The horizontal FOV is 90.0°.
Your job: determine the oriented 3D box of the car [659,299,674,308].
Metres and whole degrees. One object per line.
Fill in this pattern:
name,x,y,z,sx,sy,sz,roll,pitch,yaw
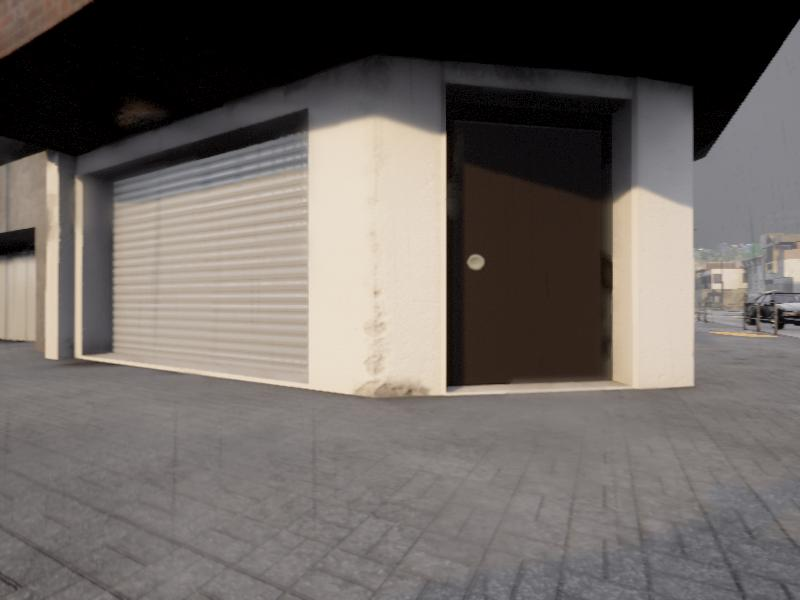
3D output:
car,51.360,0.705,77.298,1.801,1.575,5.366,0,0,27

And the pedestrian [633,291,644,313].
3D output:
pedestrian,20.741,0.163,34.771,0.751,1.860,0.751,0,0,34

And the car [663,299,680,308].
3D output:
car,48.061,0.634,70.843,1.930,1.638,5.238,0,0,27

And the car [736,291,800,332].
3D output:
car,15.566,0.408,16.073,2.033,1.411,5.357,0,0,27
